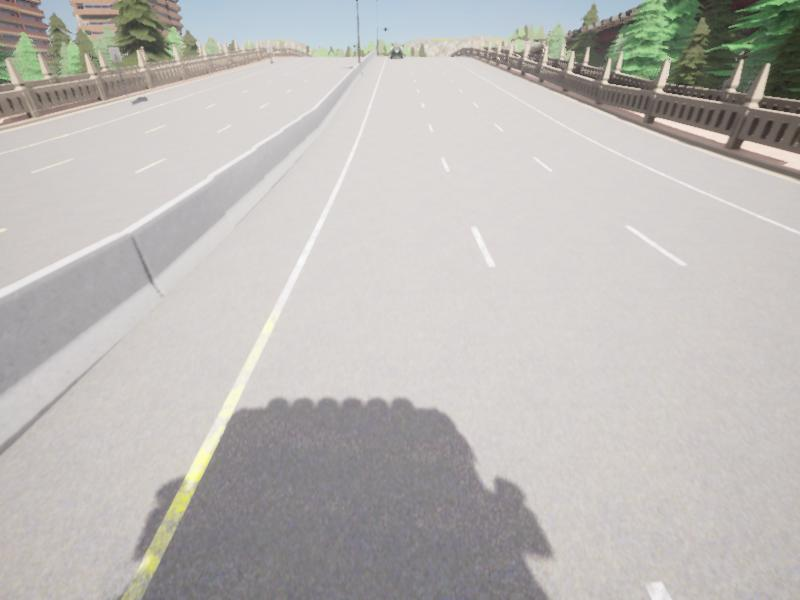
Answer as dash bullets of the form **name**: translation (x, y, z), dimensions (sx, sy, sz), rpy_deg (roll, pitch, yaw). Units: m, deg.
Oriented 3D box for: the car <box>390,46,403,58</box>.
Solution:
- **car**: translation (-0.545, -41.864, 67.527), dimensions (2.097, 1.767, 4.553), rpy_deg (0, 32, 0)
